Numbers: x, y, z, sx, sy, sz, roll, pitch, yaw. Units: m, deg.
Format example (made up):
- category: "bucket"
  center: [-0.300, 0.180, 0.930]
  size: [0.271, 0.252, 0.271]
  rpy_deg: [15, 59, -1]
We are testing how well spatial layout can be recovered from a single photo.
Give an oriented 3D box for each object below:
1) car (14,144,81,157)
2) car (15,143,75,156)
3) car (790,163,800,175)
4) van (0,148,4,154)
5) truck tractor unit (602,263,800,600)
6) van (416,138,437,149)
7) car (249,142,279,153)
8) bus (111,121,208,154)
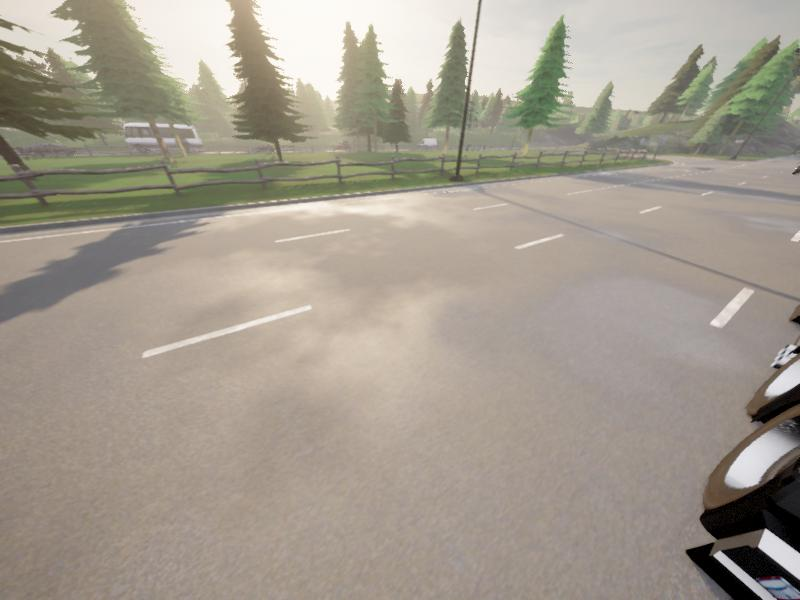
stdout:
- category: "car"
  center: [-50.244, -21.490, 33.126]
  size: [4.892, 1.490, 1.837]
  rpy_deg: [-17, 39, -24]
- category: "car"
  center: [-54.572, -23.306, 35.668]
  size: [2.007, 1.525, 4.514]
  rpy_deg: [13, 37, 18]
- category: "car"
  center: [36.519, -11.723, 19.815]
  size: [5.027, 1.651, 2.152]
  rpy_deg: [-18, 39, -24]
- category: "van"
  center: [-66.592, -23.581, 35.018]
  size: [5.915, 2.561, 1.988]
  rpy_deg: [-18, 39, -24]
- category: "truck tractor unit"
  center: [5.114, -0.295, 0.786]
  size: [6.516, 4.208, 3.053]
  rpy_deg: [-18, 39, -24]
- category: "van"
  center: [7.763, -46.490, 68.706]
  size: [5.915, 2.561, 1.988]
  rpy_deg: [-2, 35, -3]
- category: "car"
  center: [-27.414, -30.881, 46.747]
  size: [5.027, 1.651, 2.152]
  rpy_deg: [-14, 37, -20]
- category: "bus"
  center: [-40.736, -27.896, 40.033]
  size: [10.273, 4.253, 3.944]
  rpy_deg: [-17, 38, -25]
